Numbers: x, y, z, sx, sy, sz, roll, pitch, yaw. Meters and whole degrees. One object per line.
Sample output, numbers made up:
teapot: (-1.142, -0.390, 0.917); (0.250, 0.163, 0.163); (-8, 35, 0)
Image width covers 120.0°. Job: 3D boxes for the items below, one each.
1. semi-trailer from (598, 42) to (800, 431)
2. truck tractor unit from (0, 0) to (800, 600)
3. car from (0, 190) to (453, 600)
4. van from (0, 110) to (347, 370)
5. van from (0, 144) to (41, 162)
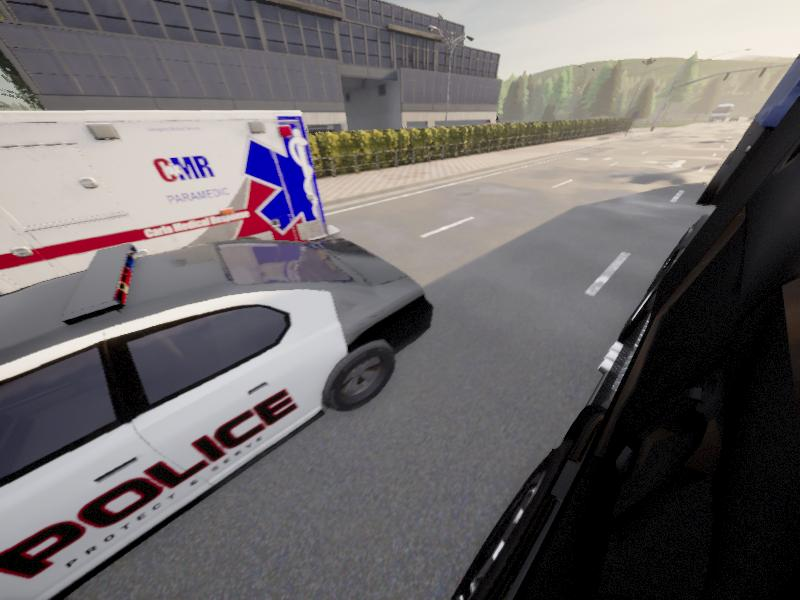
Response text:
semi-trailer: (8.701, -3.592, 4.241); (14.254, 4.402, 2.717); (-28, 44, -30)
truck tractor unit: (2.645, -0.295, 0.352); (6.516, 4.208, 3.053); (-28, 44, -30)
car: (-2.115, 0.604, 1.674); (4.974, 1.542, 2.038); (-28, 44, -30)
van: (-4.425, -1.278, 3.568); (6.366, 2.431, 2.351); (-28, 44, -30)
van: (-58.799, -22.897, 35.878); (1.775, 1.987, 4.442); (-27, 43, -29)
